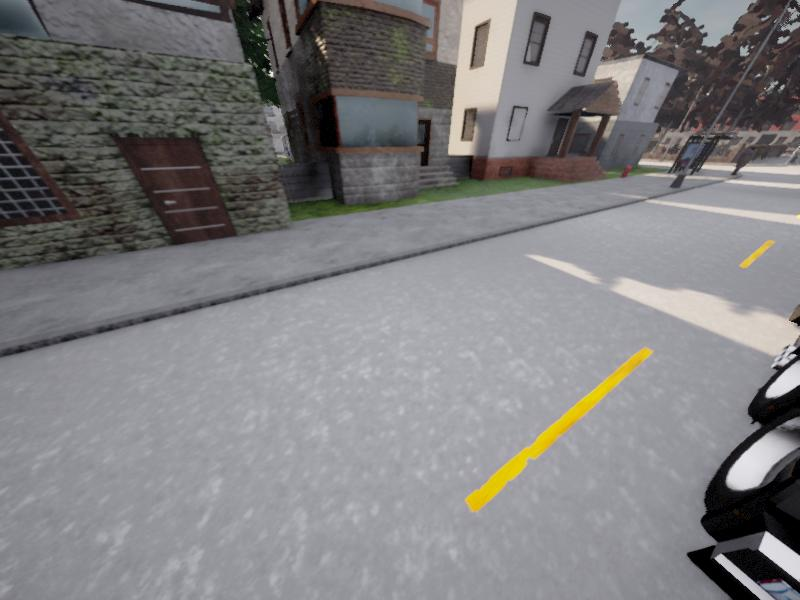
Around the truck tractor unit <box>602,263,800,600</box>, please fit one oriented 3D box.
[{"bbox_3d":[5.108,-0.300,0.793,6.516,4.208,3.053,-18,39,-24],"label":"truck tractor unit"}]

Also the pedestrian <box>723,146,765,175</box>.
[{"bbox_3d":[26.392,-10.687,17.751,0.751,1.860,0.751,-3,35,-5],"label":"pedestrian"}]
